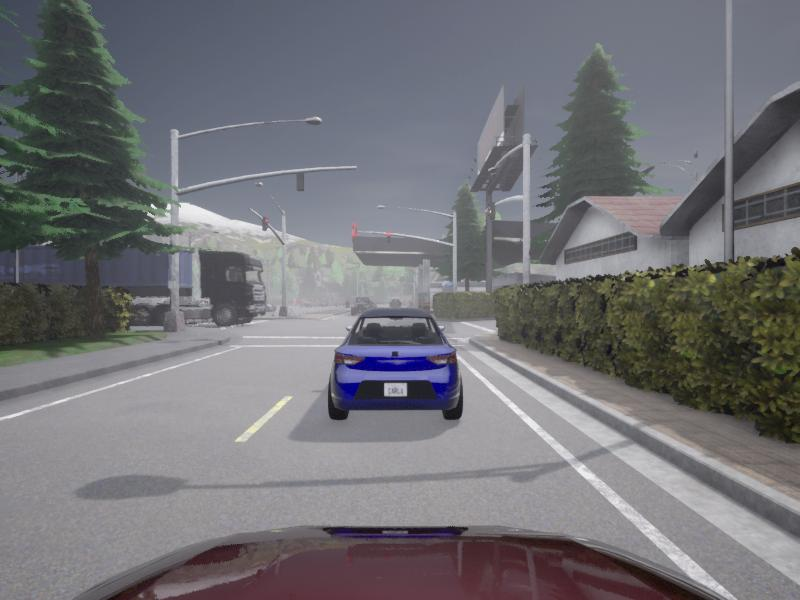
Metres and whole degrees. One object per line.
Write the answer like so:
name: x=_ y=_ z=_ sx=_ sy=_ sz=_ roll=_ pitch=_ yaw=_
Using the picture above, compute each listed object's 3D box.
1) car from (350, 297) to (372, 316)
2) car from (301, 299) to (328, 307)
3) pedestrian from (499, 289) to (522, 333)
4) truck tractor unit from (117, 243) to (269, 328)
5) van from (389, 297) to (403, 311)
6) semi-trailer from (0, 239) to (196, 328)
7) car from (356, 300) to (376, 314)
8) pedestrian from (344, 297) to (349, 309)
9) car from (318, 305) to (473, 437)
car: x=-3.957 y=0.646 z=41.350 sx=1.905 sy=1.878 sz=3.866 roll=0 pitch=0 yaw=-1
car: x=-17.339 y=0.674 z=81.505 sx=5.027 sy=1.636 sz=2.152 roll=0 pitch=0 yaw=-1
pedestrian: x=4.739 y=0.474 z=17.201 sx=0.751 sy=1.860 sz=0.751 roll=0 pitch=0 yaw=-3
truck tractor unit: x=-10.749 y=-0.707 z=21.374 sx=6.516 sy=4.208 sz=3.053 roll=0 pitch=0 yaw=-1
van: x=-0.680 y=0.574 z=61.833 sx=2.069 sy=2.038 sz=4.480 roll=0 pitch=0 yaw=-1
semi-trailer: x=-18.662 y=-0.809 z=21.190 sx=14.254 sy=4.402 sz=2.717 roll=0 pitch=0 yaw=-1
car: x=-4.027 y=0.778 z=47.802 sx=2.033 sy=1.649 sz=4.856 roll=0 pitch=0 yaw=-1
pedestrian: x=-8.536 y=0.485 z=63.942 sx=0.751 sy=1.860 sz=0.751 roll=0 pitch=0 yaw=-1
car: x=-0.077 y=0.854 z=6.770 sx=1.816 sy=1.474 sz=4.193 roll=0 pitch=0 yaw=-1
